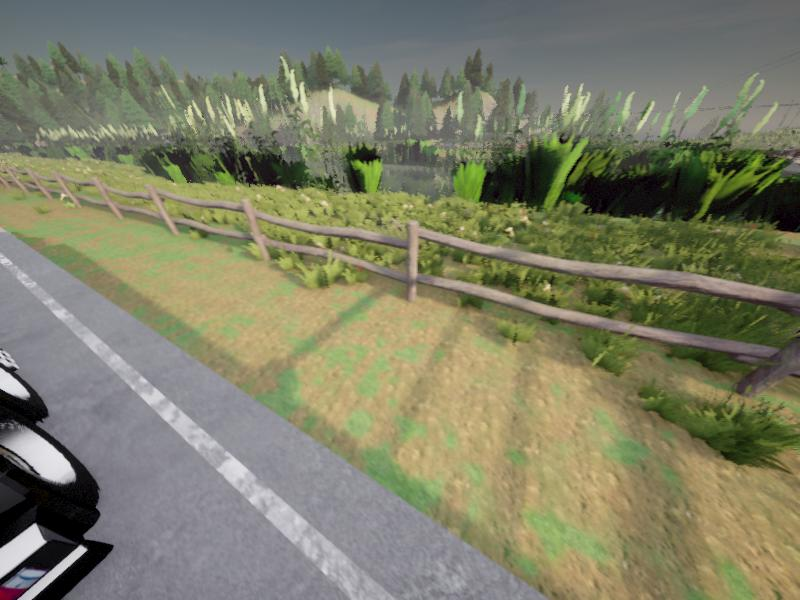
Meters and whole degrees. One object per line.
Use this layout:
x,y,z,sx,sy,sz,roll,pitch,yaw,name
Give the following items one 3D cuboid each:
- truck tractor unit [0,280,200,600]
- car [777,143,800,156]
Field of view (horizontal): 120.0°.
-5.143,-0.267,0.737,6.516,4.208,3.053,17,39,23,truck tractor unit
56.472,-20.861,31.995,3.806,1.475,1.970,19,39,26,car
